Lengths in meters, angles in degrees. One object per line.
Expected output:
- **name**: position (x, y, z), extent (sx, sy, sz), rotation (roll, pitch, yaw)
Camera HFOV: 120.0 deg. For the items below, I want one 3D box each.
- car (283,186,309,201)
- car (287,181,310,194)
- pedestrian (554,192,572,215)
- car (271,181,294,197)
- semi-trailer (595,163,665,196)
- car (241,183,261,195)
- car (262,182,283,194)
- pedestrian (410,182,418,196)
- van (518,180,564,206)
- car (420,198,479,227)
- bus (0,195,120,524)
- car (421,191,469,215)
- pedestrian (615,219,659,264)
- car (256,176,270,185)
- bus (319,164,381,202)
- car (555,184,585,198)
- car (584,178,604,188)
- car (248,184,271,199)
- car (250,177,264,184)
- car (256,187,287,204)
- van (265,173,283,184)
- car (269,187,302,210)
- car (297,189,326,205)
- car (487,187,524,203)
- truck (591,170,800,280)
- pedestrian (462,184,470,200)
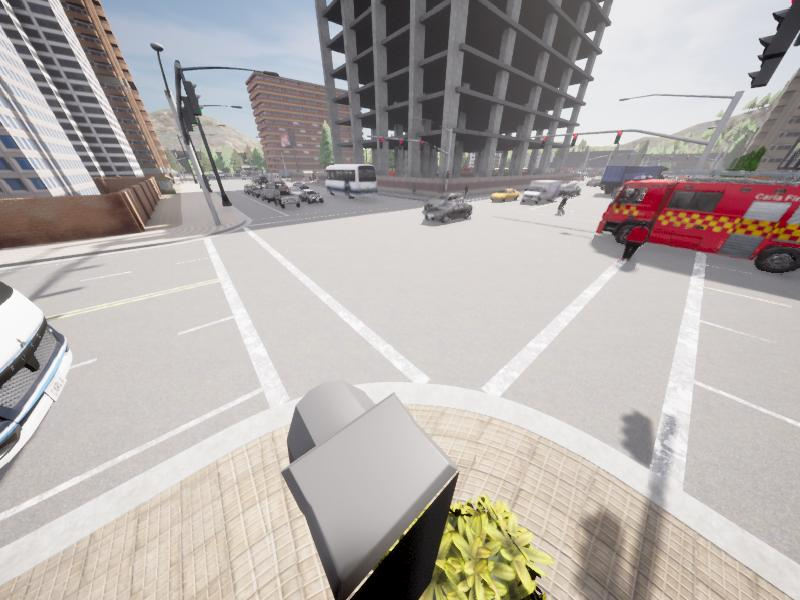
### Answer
- **car**: position (-14.901, -15.280, 33.028), extent (1.812, 1.442, 4.674), rotation (-22, 37, -34)
- **car**: position (-18.080, -20.030, 41.058), extent (1.930, 1.638, 5.238), rotation (-23, 37, -34)
- **pedestrian**: position (15.490, -9.185, 22.006), extent (0.751, 1.860, 0.751), rotation (-26, 39, -37)
- **car**: position (-18.776, -17.815, 36.971), extent (1.905, 1.878, 3.866), rotation (-23, 37, -34)
- **semi-trailer**: position (38.728, -20.316, 38.777), extent (14.254, 4.402, 2.717), rotation (-16, 34, -26)
- **car**: position (-25.067, -18.693, 38.909), extent (1.816, 1.474, 4.193), rotation (-22, 37, -34)
- **car**: position (-22.848, -20.105, 41.335), extent (1.837, 1.490, 4.892), rotation (-22, 37, -33)
- **pedestrian**: position (2.078, -16.519, 34.407), extent (0.751, 1.860, 0.751), rotation (-15, 33, -25)
- **van**: position (17.884, -13.666, 29.249), extent (6.366, 2.431, 2.351), rotation (-23, 37, -34)
- **car**: position (4.228, -7.510, 19.506), extent (4.902, 1.511, 2.128), rotation (-23, 37, -34)
- **bus**: position (-9.885, 1.753, 0.719), extent (10.273, 4.253, 3.944), rotation (-23, 37, -34)
- **car**: position (4.631, -10.039, 23.723), extent (4.611, 1.667, 2.242), rotation (-23, 37, -34)
- **pedestrian**: position (11.076, -2.770, 10.895), extent (0.751, 1.860, 0.751), rotation (18, 35, 29)
- **car**: position (-34.676, -30.169, 58.369), extent (1.905, 1.878, 3.866), rotation (-22, 37, -33)
- **bus**: position (-7.500, -17.257, 33.643), extent (3.944, 4.253, 10.273), rotation (-23, 37, -34)
- **car**: position (26.177, -16.823, 35.502), extent (5.238, 1.638, 1.930), rotation (-23, 37, -34)
- **car**: position (44.448, -26.808, 52.811), extent (4.856, 1.649, 2.033), rotation (-23, 37, -34)
- **car**: position (-21.131, -16.369, 34.750), extent (1.851, 1.617, 3.988), rotation (-22, 37, -34)
- **car**: position (-38.982, -32.606, 62.970), extent (2.128, 1.511, 4.902), rotation (-22, 37, -34)
- **car**: position (-17.016, -13.831, 30.482), extent (2.163, 1.488, 4.792), rotation (-23, 37, -34)
- **van**: position (-34.049, -32.769, 62.335), extent (2.351, 2.431, 6.366), rotation (-22, 37, -34)
- **car**: position (-13.065, -11.646, 26.299), extent (1.932, 1.855, 4.605), rotation (-21, 36, -32)
- **car**: position (-11.249, -13.098, 29.215), extent (1.970, 1.475, 3.806), rotation (-22, 37, -33)
- **car**: position (14.040, -13.982, 30.643), extent (5.366, 1.575, 1.801), rotation (-22, 37, -33)
- **truck**: position (15.745, -4.197, 11.453), extent (2.891, 3.827, 8.468), rotation (-19, 35, -30)
- **pedestrian**: position (8.811, -14.436, 30.795), extent (0.751, 1.860, 0.751), rotation (4, 30, 7)
